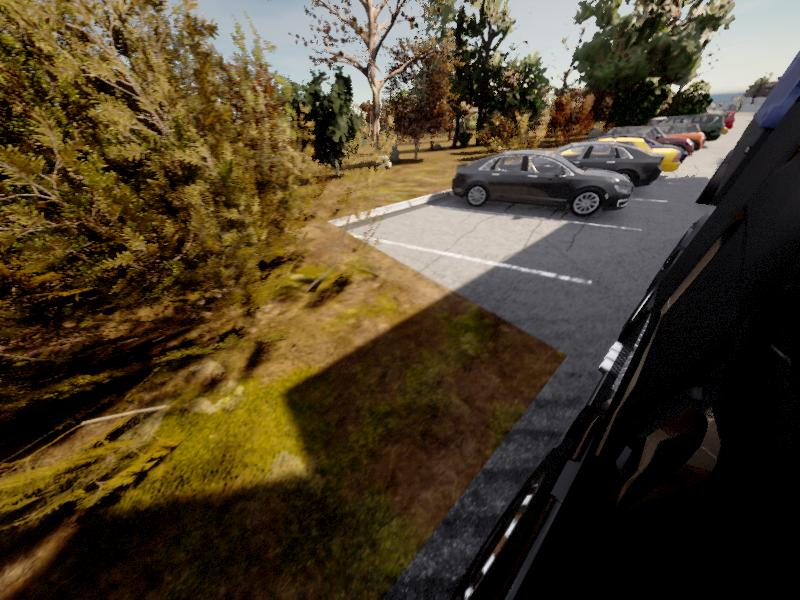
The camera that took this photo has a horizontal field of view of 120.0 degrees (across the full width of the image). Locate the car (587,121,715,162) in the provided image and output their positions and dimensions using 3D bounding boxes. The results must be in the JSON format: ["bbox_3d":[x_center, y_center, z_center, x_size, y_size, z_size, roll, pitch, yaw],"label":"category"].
[{"bbox_3d":[14.381,-9.418,13.792,4.553,1.767,2.185,17,41,25],"label":"car"}]

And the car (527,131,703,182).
[{"bbox_3d":[9.069,-6.566,10.547,5.366,1.575,1.946,17,41,25],"label":"car"}]

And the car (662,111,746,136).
[{"bbox_3d":[37.075,-21.770,28.557,5.566,2.045,2.435,17,41,25],"label":"car"}]

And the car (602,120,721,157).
[{"bbox_3d":[16.704,-10.622,15.243,4.553,1.767,2.185,17,41,25],"label":"car"}]

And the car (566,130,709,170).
[{"bbox_3d":[11.851,-7.884,12.172,4.792,1.488,2.163,17,41,25],"label":"car"}]

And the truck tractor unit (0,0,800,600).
[{"bbox_3d":[2.645,-0.295,0.352,6.516,4.208,3.053,-28,44,-30],"label":"truck tractor unit"}]

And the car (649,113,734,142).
[{"bbox_3d":[28.130,-16.812,22.576,4.442,1.987,1.878,17,41,25],"label":"car"}]

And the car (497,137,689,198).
[{"bbox_3d":[6.645,-5.119,8.782,4.892,1.521,2.231,17,41,25],"label":"car"}]

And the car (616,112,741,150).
[{"bbox_3d":[21.189,-13.190,18.163,5.566,2.045,2.435,17,41,25],"label":"car"}]

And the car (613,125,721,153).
[{"bbox_3d":[18.957,-11.726,16.844,4.674,1.452,2.002,17,41,25],"label":"car"}]

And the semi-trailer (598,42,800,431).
[{"bbox_3d":[8.686,-3.614,4.236,14.254,4.402,2.717,-28,44,-30],"label":"semi-trailer"}]

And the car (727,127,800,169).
[{"bbox_3d":[18.652,-7.729,11.612,4.181,1.385,1.994,-28,44,-30],"label":"car"}]

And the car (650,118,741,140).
[{"bbox_3d":[30.470,-17.839,24.161,5.366,1.575,1.946,17,41,25],"label":"car"}]

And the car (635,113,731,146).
[{"bbox_3d":[23.589,-14.359,19.604,4.442,1.987,1.878,17,41,25],"label":"car"}]

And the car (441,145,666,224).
[{"bbox_3d":[4.045,-3.730,7.099,4.892,1.521,2.231,17,40,25],"label":"car"}]

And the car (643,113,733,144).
[{"bbox_3d":[25.859,-15.585,21.089,4.442,1.987,1.878,17,41,25],"label":"car"}]
